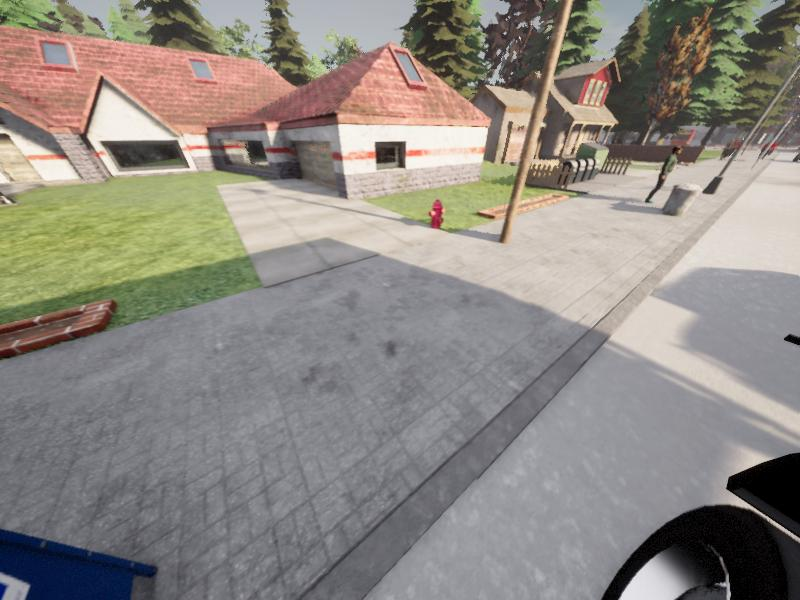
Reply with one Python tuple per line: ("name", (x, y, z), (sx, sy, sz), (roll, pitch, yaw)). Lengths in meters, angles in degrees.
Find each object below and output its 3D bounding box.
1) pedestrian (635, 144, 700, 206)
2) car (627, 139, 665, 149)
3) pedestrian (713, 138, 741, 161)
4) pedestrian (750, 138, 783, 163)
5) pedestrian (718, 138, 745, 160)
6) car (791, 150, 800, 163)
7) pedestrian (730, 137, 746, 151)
("pedestrian", (9.599, -4.528, 8.401), (0.751, 1.860, 0.751), (26, 43, 32))
("car", (52.173, -33.264, 49.174), (2.152, 1.651, 5.027), (-23, 41, -28))
("pedestrian", (32.350, -14.873, 22.855), (0.751, 1.860, 0.751), (-22, 41, -28))
("pedestrian", (33.843, -13.828, 21.360), (0.751, 1.860, 0.751), (-20, 40, -25))
("pedestrian", (34.700, -15.825, 24.183), (0.751, 1.860, 0.751), (-22, 41, -28))
("car", (40.176, -14.204, 22.391), (4.193, 1.474, 1.816), (-23, 41, -28))
("pedestrian", (58.603, -27.059, 40.068), (0.751, 1.860, 0.751), (-22, 41, -28))
